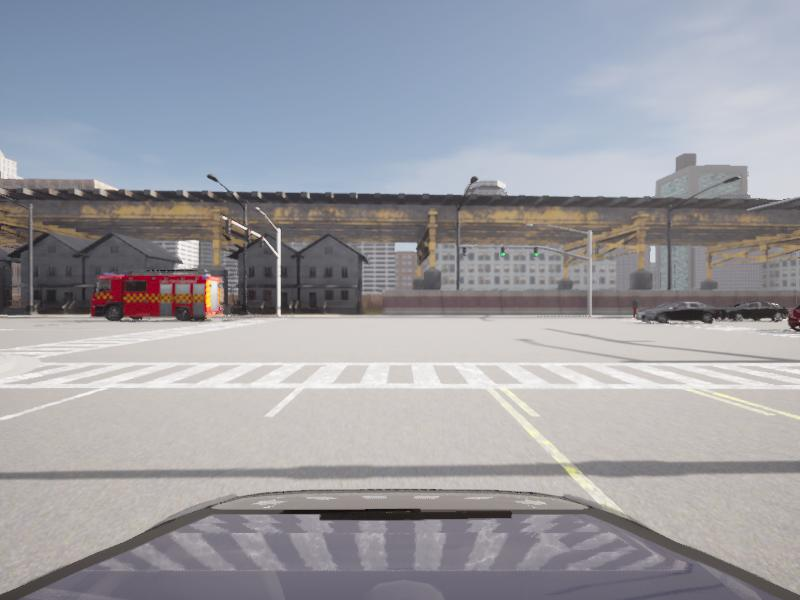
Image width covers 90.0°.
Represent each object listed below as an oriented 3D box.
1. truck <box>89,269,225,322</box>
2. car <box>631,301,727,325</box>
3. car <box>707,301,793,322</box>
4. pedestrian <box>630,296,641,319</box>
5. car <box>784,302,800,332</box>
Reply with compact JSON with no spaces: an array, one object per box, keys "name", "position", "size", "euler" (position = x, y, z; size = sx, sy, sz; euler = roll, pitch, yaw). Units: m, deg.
[{"name":"truck","position":[-18.035,-0.319,30.095],"size":[8.468,3.827,2.891],"euler":[0,0,0]},{"name":"car","position":[18.453,0.839,26.654],"size":[4.902,1.511,2.128],"euler":[0,0,0]},{"name":"car","position":[26.294,0.848,30.186],"size":[4.892,1.490,1.837],"euler":[0,0,0]},{"name":"pedestrian","position":[19.326,0.641,32.851],"size":[0.751,1.860,0.751],"euler":[0,0,27]},{"name":"car","position":[21.570,0.830,19.677],"size":[3.633,1.501,1.845],"euler":[0,0,0]}]
